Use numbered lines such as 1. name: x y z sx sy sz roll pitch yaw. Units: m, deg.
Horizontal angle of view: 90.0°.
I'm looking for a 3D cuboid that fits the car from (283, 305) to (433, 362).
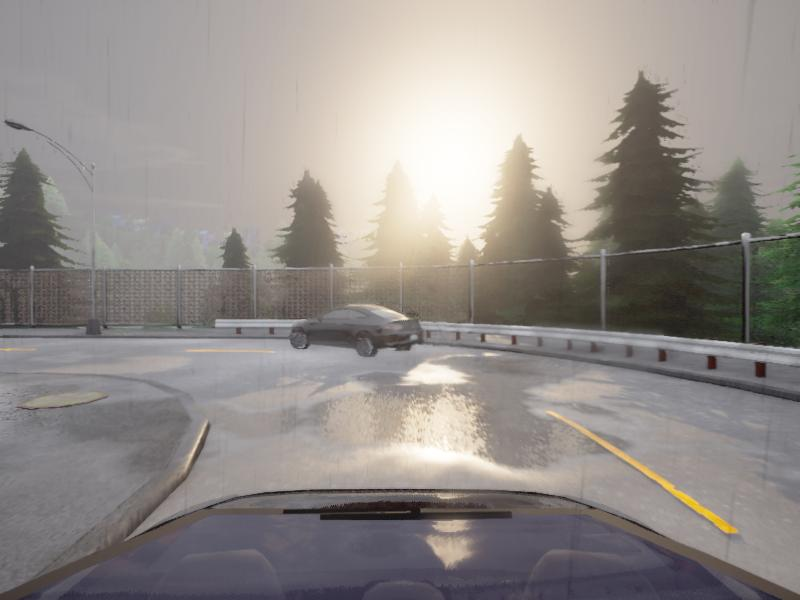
1. car: -1.435 0.878 12.444 4.674 1.442 1.812 0 0 38
